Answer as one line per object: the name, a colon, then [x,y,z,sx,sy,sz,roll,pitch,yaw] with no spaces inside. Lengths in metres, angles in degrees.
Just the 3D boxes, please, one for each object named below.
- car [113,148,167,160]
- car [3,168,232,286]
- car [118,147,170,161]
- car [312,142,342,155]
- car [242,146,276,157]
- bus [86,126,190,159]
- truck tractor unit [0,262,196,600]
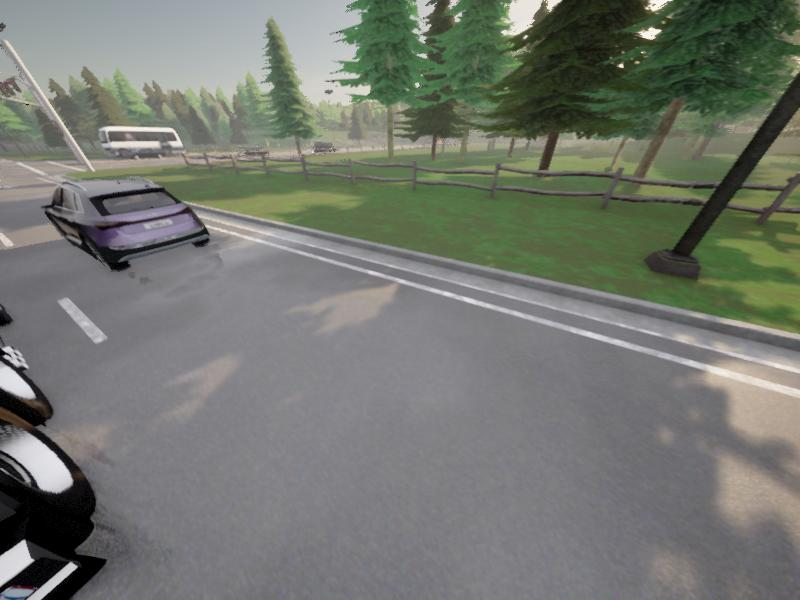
car: [-42.032,-23.811,37.531,2.033,1.411,5.357,17,39,24]
car: [-6.939,-2.137,5.745,4.856,1.649,2.033,18,39,24]
car: [-39.308,-22.553,35.602,1.837,1.490,4.892,17,39,24]
car: [-14.589,-30.589,46.447,2.150,2.045,5.566,18,39,24]
car: [-25.651,-27.208,42.174,1.837,1.490,4.892,17,39,24]
bus: [-43.978,-26.948,39.564,3.944,4.253,10.273,17,39,24]
truck tractor unit: [-5.109,-0.300,0.796,6.516,4.208,3.053,18,39,25]
